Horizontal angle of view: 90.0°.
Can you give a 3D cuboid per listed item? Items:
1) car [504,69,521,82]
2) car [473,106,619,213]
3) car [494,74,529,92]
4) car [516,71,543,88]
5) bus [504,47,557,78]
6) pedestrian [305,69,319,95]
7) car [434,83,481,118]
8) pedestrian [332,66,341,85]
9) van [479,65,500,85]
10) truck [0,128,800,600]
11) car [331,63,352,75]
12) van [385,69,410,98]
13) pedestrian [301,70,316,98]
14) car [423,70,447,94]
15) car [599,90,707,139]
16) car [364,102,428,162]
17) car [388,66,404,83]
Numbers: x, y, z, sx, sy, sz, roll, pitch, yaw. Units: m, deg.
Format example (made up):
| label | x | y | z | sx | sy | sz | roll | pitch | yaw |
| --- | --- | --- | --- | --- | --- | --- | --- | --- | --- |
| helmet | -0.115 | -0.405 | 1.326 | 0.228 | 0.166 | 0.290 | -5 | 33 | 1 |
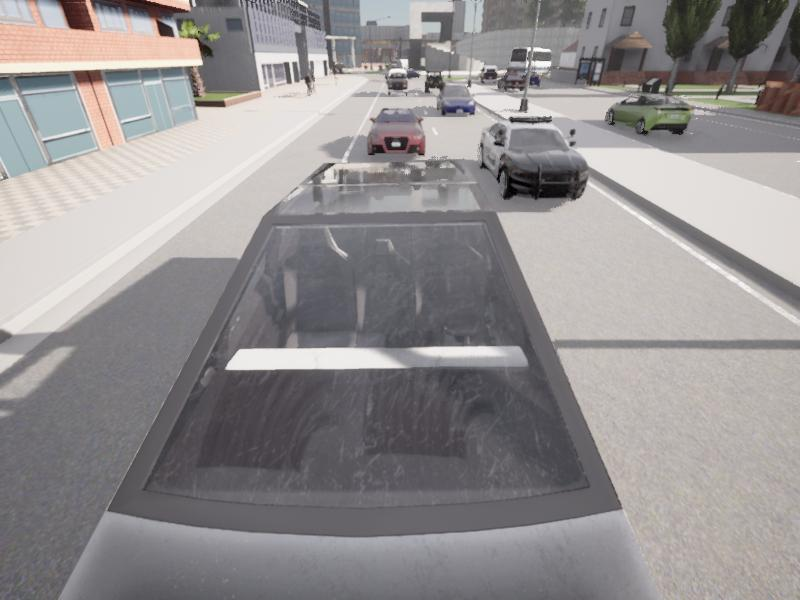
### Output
| label | x | y | z | sx | sy | sz | roll | pitch | yaw |
| --- | --- | --- | --- | --- | --- | --- | --- | --- | --- |
| car | 15.719 | -31.516 | 56.055 | 1.845 | 1.501 | 3.633 | 5 | 32 | 9 |
| car | 3.386 | -3.976 | 10.641 | 1.930 | 1.638 | 5.238 | 0 | 31 | 0 |
| car | 11.273 | -22.127 | 40.740 | 2.033 | 1.411 | 5.357 | 0 | 31 | 0 |
| car | 14.758 | -25.234 | 45.721 | 1.845 | 1.501 | 3.633 | 0 | 31 | 0 |
| bus | 22.393 | -40.570 | 68.336 | 3.944 | 4.253 | 10.273 | 24 | 39 | 35 |
| pedestrian | -7.424 | -18.372 | 33.761 | 0.751 | 1.860 | 0.751 | 5 | 32 | 8 |
| car | 3.334 | -12.119 | 24.192 | 2.163 | 1.488 | 4.792 | 0 | 31 | 0 |
| pedestrian | -7.195 | -25.414 | 45.354 | 0.751 | 1.860 | 0.751 | 0 | 31 | 0 |
| van | 11.503 | -29.106 | 51.610 | 2.069 | 2.038 | 4.480 | 3 | 32 | 5 |
| truck | -0.115 | 0.077 | 3.627 | 2.390 | 2.098 | 6.274 | -1 | 31 | 1 |
| car | -11.070 | -43.807 | 75.937 | 1.932 | 1.855 | 4.605 | -19 | 36 | -28 |
| van | -0.219 | -18.958 | 34.902 | 2.069 | 2.038 | 4.480 | 0 | 31 | 0 |
| pedestrian | -7.217 | -17.024 | 31.549 | 0.751 | 1.860 | 0.751 | 7 | 32 | 11 |
| car | 3.271 | -20.662 | 37.850 | 1.905 | 1.878 | 3.866 | 0 | 31 | 0 |
| car | 11.356 | -8.642 | 18.430 | 2.007 | 1.525 | 4.514 | 0 | 31 | 0 |
| car | -0.129 | -6.265 | 14.665 | 1.994 | 1.385 | 4.181 | 0 | 31 | 0 |
| car | -0.592 | -30.312 | 53.735 | 1.932 | 1.855 | 4.605 | -2 | 31 | -3 |
